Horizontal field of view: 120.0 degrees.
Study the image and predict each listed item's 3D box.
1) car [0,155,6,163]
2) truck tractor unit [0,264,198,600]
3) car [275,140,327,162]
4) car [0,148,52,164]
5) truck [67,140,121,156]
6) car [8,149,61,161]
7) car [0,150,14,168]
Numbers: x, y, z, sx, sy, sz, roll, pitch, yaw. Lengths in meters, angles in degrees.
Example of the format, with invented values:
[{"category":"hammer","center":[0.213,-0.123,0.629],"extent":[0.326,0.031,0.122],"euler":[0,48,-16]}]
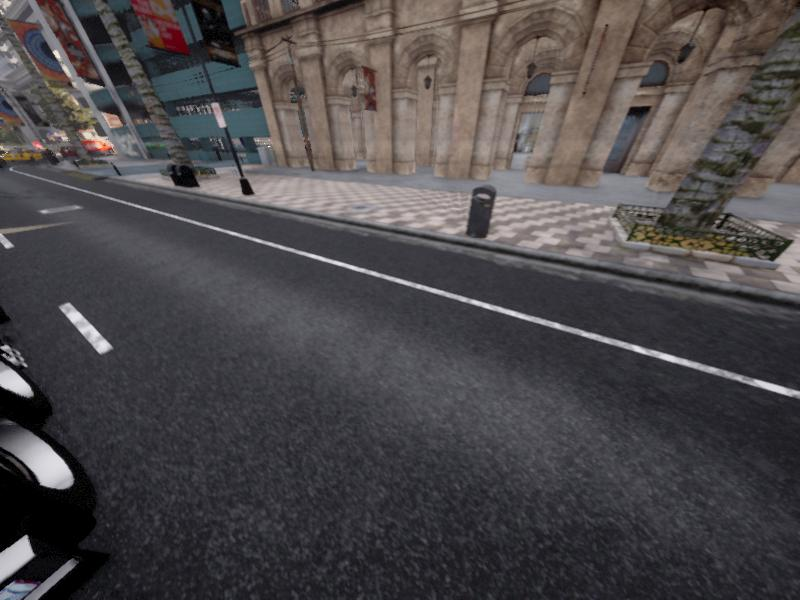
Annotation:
[{"category":"car","center":[-52.267,-17.556,28.358],"extent":[2.038,1.542,4.974],"euler":[-21,40,-27]},{"category":"truck tractor unit","center":[-5.118,-0.293,0.778],"extent":[6.516,4.208,3.053],"euler":[18,39,24]},{"category":"car","center":[-11.960,-18.145,28.039],"extent":[5.566,2.045,2.435],"euler":[18,39,24]},{"category":"car","center":[-50.282,-19.474,31.055],"extent":[1.801,1.575,5.366],"euler":[-19,39,-25]},{"category":"truck","center":[-58.351,-29.184,44.294],"extent":[2.627,2.467,5.204],"euler":[1,35,2]},{"category":"car","center":[-56.606,-22.670,35.954],"extent":[1.895,1.301,4.718],"euler":[-10,36,-13]},{"category":"car","center":[-44.279,-15.069,24.734],"extent":[4.902,1.511,2.128],"euler":[27,43,34]}]
